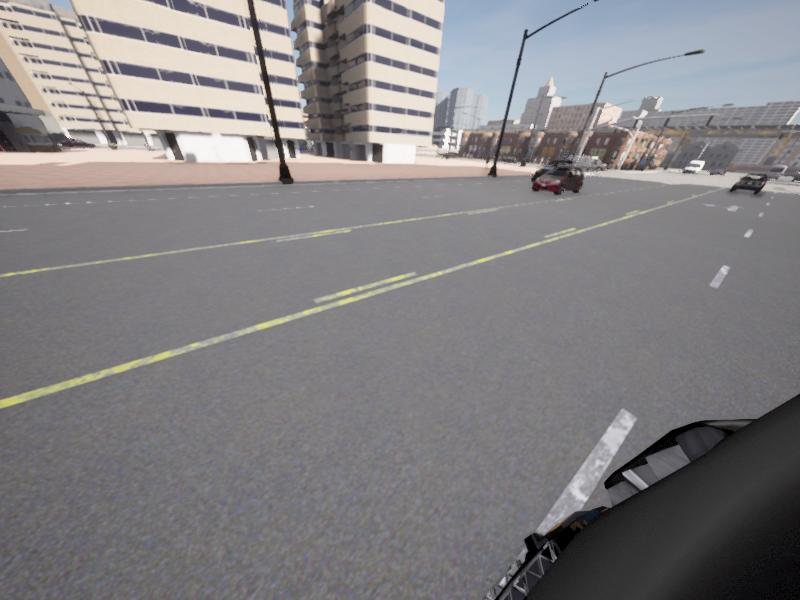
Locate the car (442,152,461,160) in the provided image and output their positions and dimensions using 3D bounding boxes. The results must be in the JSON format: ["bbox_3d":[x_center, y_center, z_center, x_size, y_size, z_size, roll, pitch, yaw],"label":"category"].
[{"bbox_3d":[14.673,-41.229,65.944,1.930,1.638,5.238,-19,39,-29],"label":"car"}]

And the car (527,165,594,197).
[{"bbox_3d":[10.951,-8.196,15.777,3.988,1.617,1.851,-19,39,-29],"label":"car"}]

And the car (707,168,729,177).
[{"bbox_3d":[68.756,-27.573,49.886,4.181,1.385,1.994,-19,39,-29],"label":"car"}]

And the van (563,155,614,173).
[{"bbox_3d":[34.212,-25.001,42.280,2.351,2.431,6.366,-19,39,-29],"label":"van"}]

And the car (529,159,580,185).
[{"bbox_3d":[14.118,-11.716,21.091,3.866,1.878,1.905,-19,39,-29],"label":"car"}]

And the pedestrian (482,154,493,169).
[{"bbox_3d":[12.539,-19.824,33.059,0.751,1.860,0.751,-8,35,-16],"label":"pedestrian"}]

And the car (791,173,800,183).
[{"bbox_3d":[75.060,-22.732,43.007,4.674,1.442,1.812,-19,39,-29],"label":"car"}]

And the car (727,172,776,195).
[{"bbox_3d":[33.613,-11.179,22.095,3.988,1.617,1.851,-19,39,-29],"label":"car"}]

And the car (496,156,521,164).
[{"bbox_3d":[26.609,-34.481,56.823,2.128,1.511,4.902,-19,39,-29],"label":"car"}]

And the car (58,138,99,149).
[{"bbox_3d":[-62.858,-30.677,45.235,4.193,1.474,1.816,-19,39,-31],"label":"car"}]

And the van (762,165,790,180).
[{"bbox_3d":[78.905,-26.810,48.484,5.915,2.561,1.988,-18,39,-29],"label":"van"}]

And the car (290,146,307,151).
[{"bbox_3d":[-33.933,-50.813,77.443,4.514,1.525,2.007,-21,40,-30],"label":"car"}]

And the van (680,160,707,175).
[{"bbox_3d":[63.571,-28.644,50.028,5.915,2.561,1.988,-19,39,-29],"label":"van"}]
